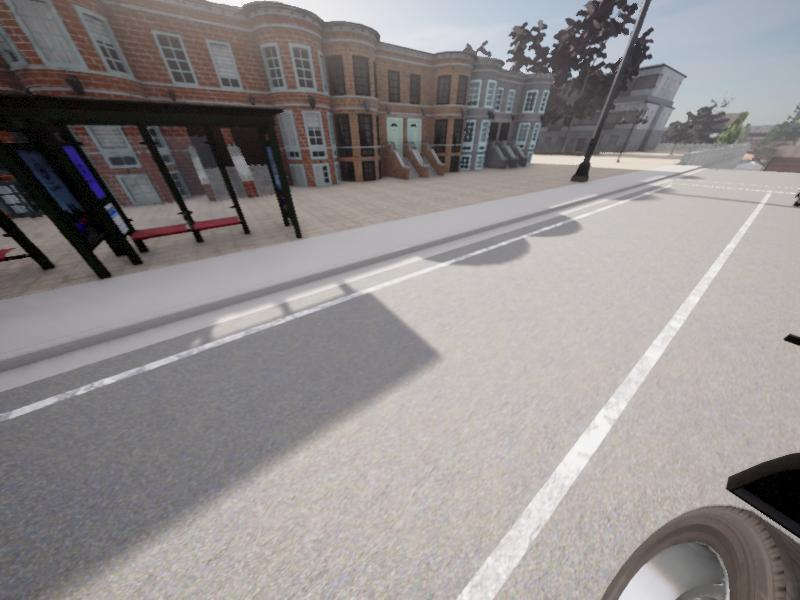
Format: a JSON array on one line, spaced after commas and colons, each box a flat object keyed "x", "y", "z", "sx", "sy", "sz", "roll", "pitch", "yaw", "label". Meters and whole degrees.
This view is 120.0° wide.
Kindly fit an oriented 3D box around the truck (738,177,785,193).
[{"x": 83.219, "y": -26.610, "z": 53.291, "sx": 2.627, "sy": 2.467, "sz": 5.204, "roll": -22, "pitch": 40, "yaw": -28, "label": "truck"}]

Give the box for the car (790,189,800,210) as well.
[{"x": 17.398, "y": -4.461, "z": 8.671, "sx": 4.553, "sy": 1.767, "sz": 2.097, "roll": -22, "pitch": 40, "yaw": -28, "label": "car"}]
